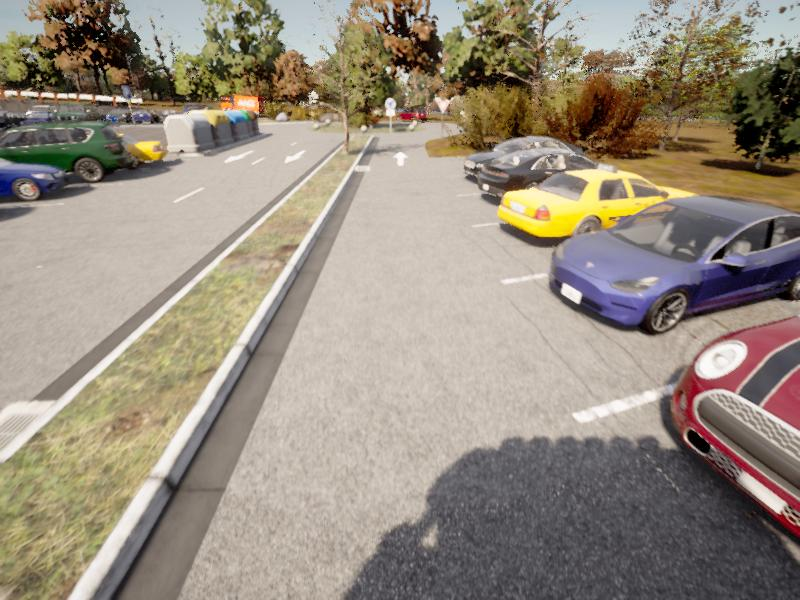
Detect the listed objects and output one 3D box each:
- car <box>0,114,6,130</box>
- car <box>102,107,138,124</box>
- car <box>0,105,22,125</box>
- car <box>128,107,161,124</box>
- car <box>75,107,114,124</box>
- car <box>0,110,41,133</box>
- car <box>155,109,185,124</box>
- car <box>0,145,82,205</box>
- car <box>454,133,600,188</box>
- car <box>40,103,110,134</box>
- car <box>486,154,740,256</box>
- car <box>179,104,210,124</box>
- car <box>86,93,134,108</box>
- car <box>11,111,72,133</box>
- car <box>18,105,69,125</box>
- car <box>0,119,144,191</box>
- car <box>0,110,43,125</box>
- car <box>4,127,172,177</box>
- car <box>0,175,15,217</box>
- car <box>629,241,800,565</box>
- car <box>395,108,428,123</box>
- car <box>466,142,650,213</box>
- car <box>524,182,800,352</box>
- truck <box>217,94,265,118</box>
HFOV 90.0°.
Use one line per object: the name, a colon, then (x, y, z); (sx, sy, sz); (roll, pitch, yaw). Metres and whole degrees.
car: (-34.863, -14.664, 32.493); (2.185, 1.767, 4.553); (-9, 28, -17)
car: (-33.393, -22.018, 47.813); (2.185, 1.767, 4.553); (-8, 26, -17)
car: (-48.505, -22.176, 47.968); (2.435, 2.045, 5.566); (-9, 26, -17)
car: (-30.356, -21.984, 47.716); (2.185, 1.767, 4.553); (-9, 26, -17)
car: (-36.420, -22.025, 47.849); (2.185, 1.767, 4.553); (-8, 26, -17)
car: (-31.911, -14.553, 32.531); (2.231, 1.521, 4.892); (-9, 28, -17)
car: (-27.341, -21.876, 47.760); (2.231, 1.521, 4.892); (-8, 26, -17)
car: (-13.310, -3.850, 12.505); (4.674, 1.452, 2.002); (-10, 28, -17)
car: (4.846, -5.527, 15.563); (4.892, 1.521, 2.231); (-9, 29, -18)
car: (-25.980, -14.754, 32.320); (2.435, 2.045, 5.566); (-9, 28, -17)
car: (5.006, -2.440, 9.596); (5.366, 1.575, 1.946); (-9, 29, -18)
car: (-24.338, -22.102, 47.626); (2.435, 2.045, 5.566); (-9, 26, -17)
car: (-38.530, -26.522, 53.240); (4.514, 1.525, 2.007); (4, 26, -1)
car: (-28.954, -14.512, 32.512); (2.002, 1.452, 4.674); (-9, 28, -17)
car: (-42.439, -22.135, 47.834); (2.435, 2.045, 5.566); (-8, 26, -17)
car: (-13.325, -5.494, 15.032); (5.566, 2.045, 2.435); (-10, 29, -17)
car: (-45.462, -21.888, 47.991); (2.163, 1.488, 4.792); (-8, 26, -17)
car: (-13.460, -6.652, 17.783); (5.366, 1.575, 1.946); (-10, 29, -17)
car: (-13.326, -2.492, 9.801); (5.008, 1.535, 2.097); (-10, 28, -17)
car: (4.861, 0.596, 3.460); (4.553, 1.767, 2.185); (-9, 29, -18)
car: (1.370, -22.510, 48.689); (1.851, 1.617, 3.988); (-21, 33, -37)
car: (4.831, -3.966, 12.549); (4.892, 1.521, 2.231); (-9, 29, -18)
car: (4.807, -0.816, 6.523); (4.792, 1.488, 2.163); (-9, 29, -18)
truck: (-21.065, -25.805, 53.240); (5.204, 2.467, 2.627); (4, 26, -1)
